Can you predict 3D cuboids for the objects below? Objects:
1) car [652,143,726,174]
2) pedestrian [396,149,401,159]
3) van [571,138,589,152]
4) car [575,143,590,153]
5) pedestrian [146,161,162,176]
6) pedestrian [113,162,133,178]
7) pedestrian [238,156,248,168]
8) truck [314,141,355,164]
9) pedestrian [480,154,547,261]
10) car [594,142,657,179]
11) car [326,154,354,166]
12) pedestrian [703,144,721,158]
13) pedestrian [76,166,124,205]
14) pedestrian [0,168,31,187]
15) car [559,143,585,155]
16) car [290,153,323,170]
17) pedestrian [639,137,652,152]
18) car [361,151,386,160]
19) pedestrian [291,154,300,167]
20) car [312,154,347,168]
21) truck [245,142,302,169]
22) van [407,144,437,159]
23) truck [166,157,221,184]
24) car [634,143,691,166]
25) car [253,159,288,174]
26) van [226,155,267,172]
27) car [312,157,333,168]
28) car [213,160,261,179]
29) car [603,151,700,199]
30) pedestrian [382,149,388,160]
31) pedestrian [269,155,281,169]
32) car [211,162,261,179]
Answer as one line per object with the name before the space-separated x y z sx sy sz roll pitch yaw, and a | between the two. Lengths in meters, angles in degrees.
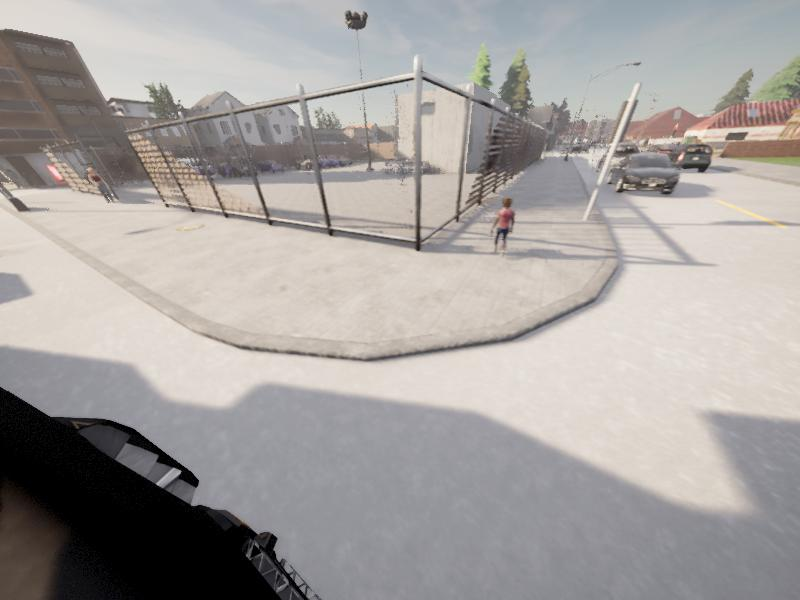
car | 20.002 -10.003 16.246 1.851 1.617 3.988 16 38 26
pedestrian | -0.273 -30.446 48.177 0.751 1.860 0.751 -24 39 -29
van | 42.235 -36.396 54.274 2.351 2.431 6.366 16 38 26
car | 36.264 -30.294 45.934 1.816 1.474 4.193 16 38 26
pedestrian | -36.021 -19.292 33.812 0.751 1.860 0.751 24 42 34
pedestrian | -37.465 -17.542 31.265 0.751 1.860 0.751 9 35 16
pedestrian | -29.535 -25.919 43.400 0.751 1.860 0.751 18 39 29
truck | -13.814 -31.789 49.617 2.891 3.827 8.468 17 38 27
pedestrian | 2.145 -1.816 4.641 0.751 1.860 0.751 6 34 13
car | 14.977 -9.572 15.705 1.932 1.855 4.605 16 38 26
car | -9.921 -23.252 38.379 4.193 1.474 1.816 16 38 26
pedestrian | 30.542 -14.565 22.631 0.500 1.100 0.500 16 38 26
pedestrian | -16.746 -6.397 12.935 0.751 1.860 0.751 16 38 26
pedestrian | -42.784 -13.626 25.713 0.751 1.860 0.751 0 34 4
car | 30.849 -27.086 41.392 3.705 1.549 1.789 -18 37 -23
car | -13.254 -19.597 32.768 3.866 1.878 1.905 16 38 26
pedestrian | 39.011 -24.747 36.757 0.751 1.860 0.751 21 40 31
car | -6.238 -33.845 54.232 5.366 1.575 1.801 7 35 14
pedestrian | -17.520 -23.446 38.802 0.751 1.860 0.751 -30 42 -35
car | -10.878 -21.562 35.765 4.611 1.667 2.242 16 38 26
truck | -23.145 -27.088 43.166 2.891 3.827 8.468 16 38 26
van | 4.632 -31.175 48.548 5.915 2.561 1.988 16 38 26
truck | -20.748 -13.051 23.244 4.478 2.038 2.069 16 38 26
car | 23.387 -13.141 20.831 2.007 1.525 4.514 15 37 25
car | -16.617 -17.163 29.631 3.633 1.501 1.845 16 38 26
van | -23.768 -21.300 36.063 2.069 2.038 4.480 16 38 26
car | -11.415 -20.274 34.041 2.207 1.379 1.481 16 38 26
car | -18.357 -14.835 26.210 1.789 1.547 3.705 16 38 26
car | 11.612 -6.173 11.147 1.837 1.490 4.892 16 38 26
pedestrian | -3.018 -29.904 47.551 0.751 1.860 0.751 14 37 24
pedestrian | -19.529 -21.549 36.072 0.751 1.860 0.751 8 35 15
car | -18.606 -14.703 26.158 5.357 1.415 2.033 16 38 26
